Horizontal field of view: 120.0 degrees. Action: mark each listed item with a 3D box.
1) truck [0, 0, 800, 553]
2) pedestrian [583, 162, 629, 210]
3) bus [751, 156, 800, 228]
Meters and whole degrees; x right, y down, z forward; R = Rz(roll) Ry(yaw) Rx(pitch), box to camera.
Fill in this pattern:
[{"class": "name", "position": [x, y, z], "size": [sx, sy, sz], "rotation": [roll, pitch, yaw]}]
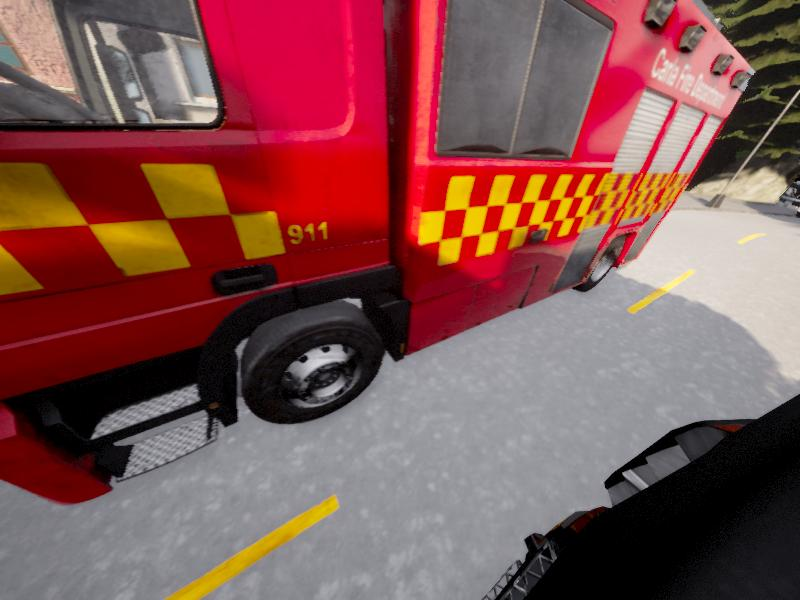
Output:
[{"class": "truck", "position": [0.955, -1.800, 3.281], "size": [8.468, 3.827, 2.891], "rotation": [-16, 38, -26]}, {"class": "pedestrian", "position": [9.551, -5.304, 10.770], "size": [0.751, 1.860, 0.751], "rotation": [-18, 39, -28]}, {"class": "bus", "position": [21.948, -3.770, 7.505], "size": [10.273, 4.253, 3.944], "rotation": [27, 41, 31]}]
